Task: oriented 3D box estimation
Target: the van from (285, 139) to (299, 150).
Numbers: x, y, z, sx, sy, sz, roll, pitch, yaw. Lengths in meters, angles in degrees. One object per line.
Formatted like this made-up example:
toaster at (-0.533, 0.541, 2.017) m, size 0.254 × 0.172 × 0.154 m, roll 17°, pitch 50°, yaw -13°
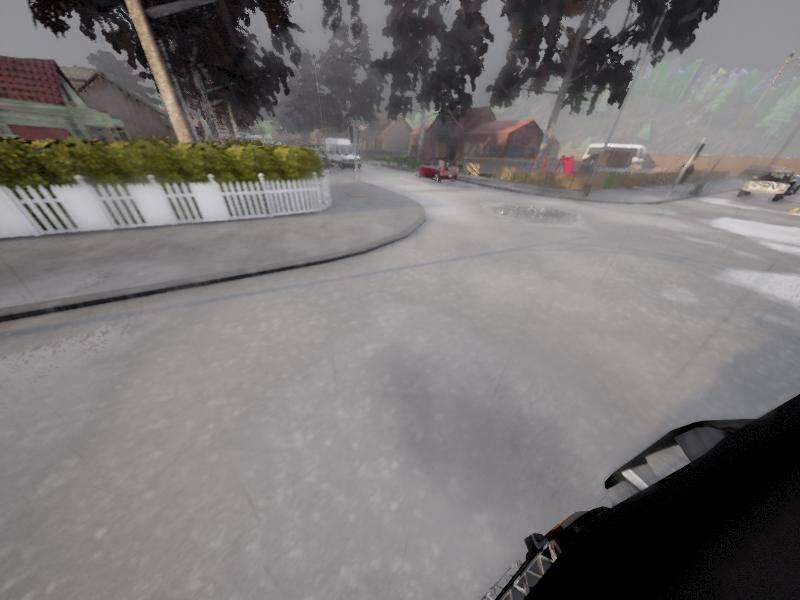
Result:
van at (-30.163, -43.383, 64.402) m, size 1.988 × 2.561 × 5.915 m, roll -16°, pitch 38°, yaw -26°

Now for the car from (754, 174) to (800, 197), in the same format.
car at (34.232, -10.315, 20.609) m, size 4.892 × 1.490 × 1.837 m, roll -16°, pitch 38°, yaw -26°

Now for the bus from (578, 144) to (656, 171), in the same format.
bus at (44.203, -29.553, 47.707) m, size 3.944 × 4.253 × 10.273 m, roll -16°, pitch 38°, yaw -26°

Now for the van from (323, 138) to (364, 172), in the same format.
van at (-5.691, -14.573, 23.076) m, size 1.988 × 2.561 × 5.915 m, roll -16°, pitch 38°, yaw -26°

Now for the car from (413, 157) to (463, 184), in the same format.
car at (2.787, -10.081, 17.877) m, size 1.845 × 1.501 × 3.633 m, roll -15°, pitch 38°, yaw -25°

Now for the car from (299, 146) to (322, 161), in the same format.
car at (-13.130, -21.564, 33.859) m, size 1.801 × 1.575 × 5.366 m, roll -16°, pitch 38°, yaw -26°

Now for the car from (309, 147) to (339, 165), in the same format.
car at (-9.535, -18.010, 28.760) m, size 2.152 × 1.651 × 5.027 m, roll -16°, pitch 38°, yaw -26°

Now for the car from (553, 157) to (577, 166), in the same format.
car at (39.292, -33.103, 55.166) m, size 1.816 × 1.474 × 4.193 m, roll -16°, pitch 38°, yaw -26°

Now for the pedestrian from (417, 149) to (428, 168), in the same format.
pedestrian at (2.620, -16.393, 26.797) m, size 0.751 × 1.860 × 0.751 m, roll -16°, pitch 38°, yaw -26°

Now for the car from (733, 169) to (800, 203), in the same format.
car at (27.418, -8.524, 17.066) m, size 4.605 × 1.855 × 1.932 m, roll -16°, pitch 38°, yaw -26°

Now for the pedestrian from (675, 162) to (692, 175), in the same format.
pedestrian at (45.635, -21.181, 37.195) m, size 0.751 × 1.860 × 0.751 m, roll -16°, pitch 38°, yaw -26°

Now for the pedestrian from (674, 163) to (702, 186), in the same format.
pedestrian at (27.198, -11.860, 21.837) m, size 0.751 × 1.860 × 0.751 m, roll -14°, pitch 37°, yaw -24°

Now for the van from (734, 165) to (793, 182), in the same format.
van at (57.106, -20.012, 36.413) m, size 1.775 × 1.987 × 4.442 m, roll -16°, pitch 38°, yaw -26°

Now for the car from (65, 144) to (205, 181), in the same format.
car at (-13.012, -7.078, 11.861) m, size 4.181 × 1.381 × 1.994 m, roll -16°, pitch 38°, yaw -26°
